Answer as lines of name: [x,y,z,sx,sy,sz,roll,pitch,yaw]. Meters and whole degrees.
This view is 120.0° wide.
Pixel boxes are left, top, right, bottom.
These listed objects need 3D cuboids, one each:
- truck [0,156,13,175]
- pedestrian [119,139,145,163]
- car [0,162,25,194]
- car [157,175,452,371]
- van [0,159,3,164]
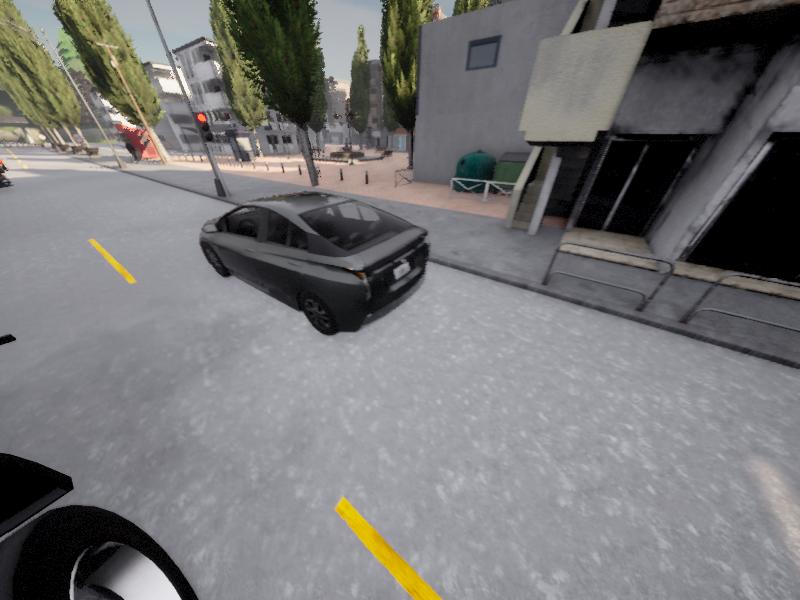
truck: [-30.373,-10.237,16.036,5.204,2.467,2.627,22,41,28]
pedestrian: [-25.518,-14.201,22.007,0.751,1.860,0.751,20,39,25]
car: [-20.202,-4.859,9.343,1.837,1.490,4.892,14,38,17]
car: [-1.717,-1.008,4.003,4.514,1.525,2.007,22,41,28]
van: [-41.440,-14.769,22.316,5.915,2.561,1.988,22,41,28]
